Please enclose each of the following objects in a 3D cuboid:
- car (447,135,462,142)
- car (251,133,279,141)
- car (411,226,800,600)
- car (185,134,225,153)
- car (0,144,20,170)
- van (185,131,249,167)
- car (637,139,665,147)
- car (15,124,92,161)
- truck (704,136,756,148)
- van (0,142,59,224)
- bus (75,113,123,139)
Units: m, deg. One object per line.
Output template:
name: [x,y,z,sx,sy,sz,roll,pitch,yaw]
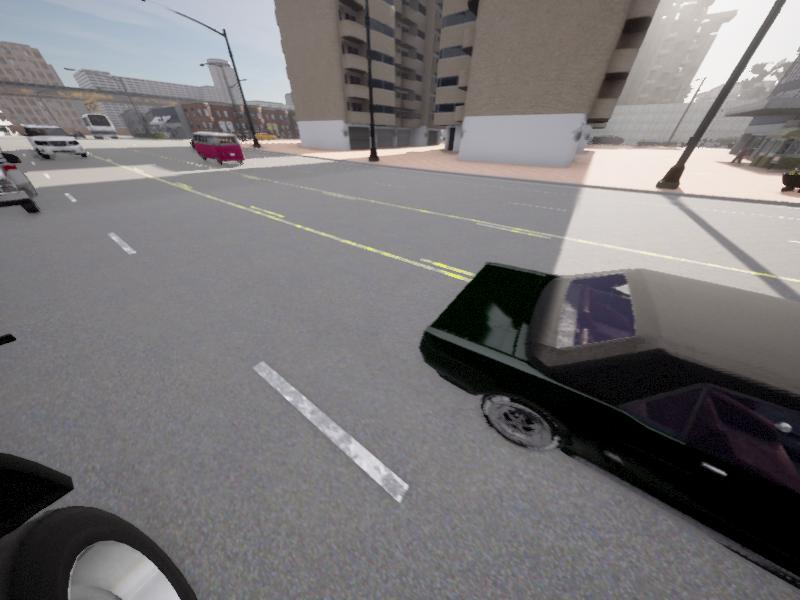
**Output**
car: [17.325,-50.936,72.911,3.988,1.617,1.851,24,41,29]
car: [-30.590,-37.144,52.586,1.882,1.535,5.008,24,41,29]
car: [2.602,0.794,1.684,4.718,1.301,1.895,23,41,28]
car: [-21.467,-17.274,25.430,3.633,1.501,1.845,24,41,27]
car: [-25.017,-8.710,13.566,4.902,1.511,2.128,24,41,27]
van: [-14.012,-11.639,17.725,4.442,1.987,1.775,24,41,27]
car: [54.717,-34.321,50.460,3.806,1.475,1.970,24,41,29]
car: [-26.822,-12.256,17.866,5.566,2.045,2.150,23,41,27]
truck: [74.657,-35.922,52.492,6.274,2.098,2.390,24,41,29]
van: [-13.991,-4.228,7.216,6.366,2.431,2.351,24,41,27]
bus: [-65.394,-37.589,50.165,10.273,4.253,3.944,25,42,30]
